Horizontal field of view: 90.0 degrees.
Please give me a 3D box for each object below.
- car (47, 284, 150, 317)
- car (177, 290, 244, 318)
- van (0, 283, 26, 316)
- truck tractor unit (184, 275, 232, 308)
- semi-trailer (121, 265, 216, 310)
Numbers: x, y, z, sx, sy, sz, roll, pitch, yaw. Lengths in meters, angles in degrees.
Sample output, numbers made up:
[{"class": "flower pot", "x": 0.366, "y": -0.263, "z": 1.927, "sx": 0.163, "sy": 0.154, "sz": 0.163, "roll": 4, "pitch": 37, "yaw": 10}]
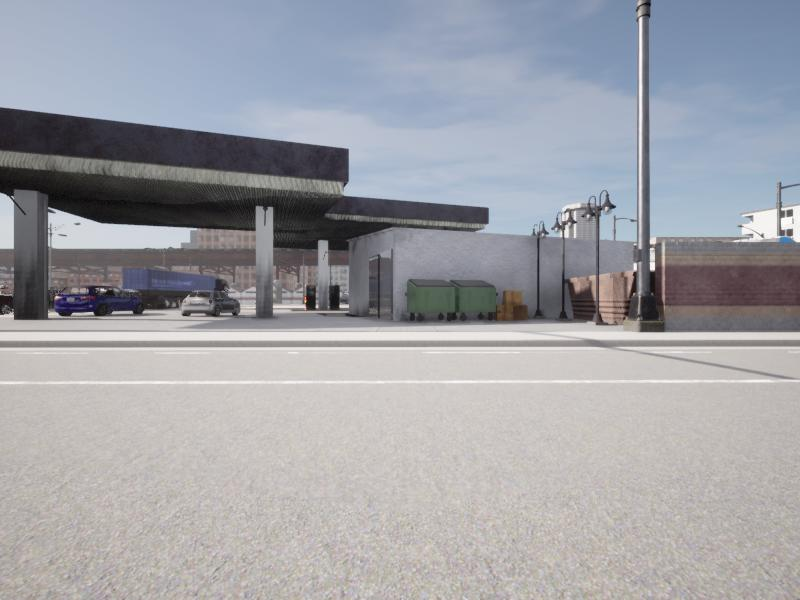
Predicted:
[{"class": "car", "x": -16.492, "y": 0.038, "z": 22.265, "sx": 2.242, "sy": 1.667, "sz": 4.611, "roll": 0, "pitch": 0, "yaw": 1}, {"class": "car", "x": -10.744, "y": 0.199, "z": 23.004, "sx": 1.970, "sy": 1.475, "sz": 3.806, "roll": 0, "pitch": 0, "yaw": 1}, {"class": "van", "x": -26.191, "y": -0.036, "z": 24.654, "sx": 2.069, "sy": 2.038, "sz": 4.480, "roll": 0, "pitch": -1, "yaw": 0}, {"class": "truck tractor unit", "x": -25.956, "y": -1.120, "z": 54.464, "sx": 3.053, "sy": 4.208, "sz": 6.516, "roll": 0, "pitch": 0, "yaw": 3}, {"class": "semi-trailer", "x": -26.089, "y": -1.217, "z": 46.555, "sx": 2.717, "sy": 4.402, "sz": 14.254, "roll": 0, "pitch": 0, "yaw": 0}]
